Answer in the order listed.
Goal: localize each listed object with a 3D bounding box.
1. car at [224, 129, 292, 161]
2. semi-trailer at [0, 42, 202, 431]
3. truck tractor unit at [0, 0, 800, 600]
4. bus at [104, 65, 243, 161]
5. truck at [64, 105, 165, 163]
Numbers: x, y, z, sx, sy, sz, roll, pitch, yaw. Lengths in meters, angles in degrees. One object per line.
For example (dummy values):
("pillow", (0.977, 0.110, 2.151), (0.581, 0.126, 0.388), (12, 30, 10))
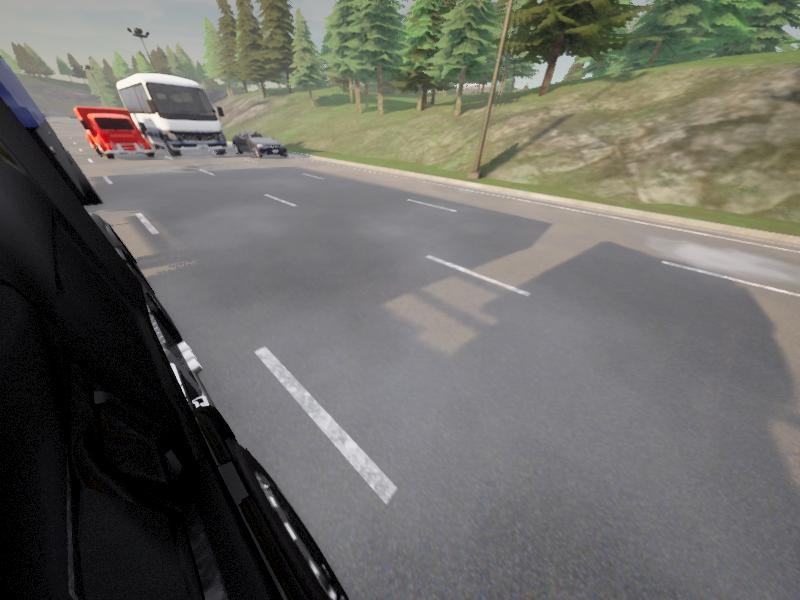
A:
("car", (-10.669, -11.710, 17.318), (5.027, 1.651, 2.152), (28, 44, 30))
("semi-trailer", (-8.704, -3.595, 4.231), (14.254, 4.402, 2.717), (28, 44, 30))
("truck tractor unit", (-2.645, -0.295, 0.352), (6.516, 4.208, 3.053), (28, 44, 30))
("bus", (-16.586, -13.305, 16.881), (10.273, 4.253, 3.944), (28, 44, 30))
("truck", (-17.479, -10.221, 14.185), (5.204, 2.467, 2.627), (28, 44, 30))
